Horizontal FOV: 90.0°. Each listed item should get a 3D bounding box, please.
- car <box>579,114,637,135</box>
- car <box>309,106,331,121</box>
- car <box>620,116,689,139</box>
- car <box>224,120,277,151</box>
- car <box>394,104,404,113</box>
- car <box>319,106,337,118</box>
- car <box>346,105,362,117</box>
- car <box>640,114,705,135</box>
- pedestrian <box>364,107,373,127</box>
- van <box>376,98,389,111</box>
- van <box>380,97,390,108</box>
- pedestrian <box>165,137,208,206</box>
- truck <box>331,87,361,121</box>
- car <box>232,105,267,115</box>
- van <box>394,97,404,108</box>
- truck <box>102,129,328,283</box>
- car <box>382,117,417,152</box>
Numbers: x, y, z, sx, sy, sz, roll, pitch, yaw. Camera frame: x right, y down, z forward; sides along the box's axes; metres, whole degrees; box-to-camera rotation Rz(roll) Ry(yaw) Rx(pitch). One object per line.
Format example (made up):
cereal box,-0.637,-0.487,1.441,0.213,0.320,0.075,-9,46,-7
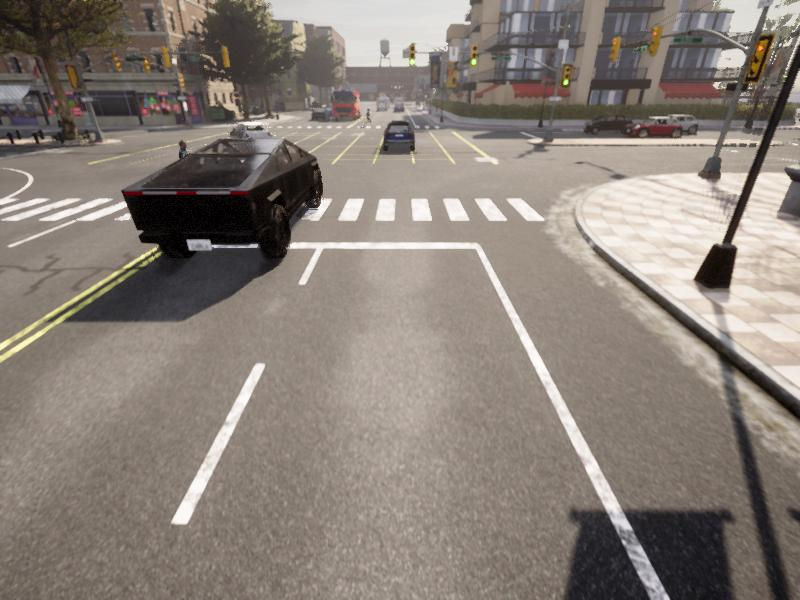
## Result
car,17.518,-14.870,33.819,3.705,1.549,1.789,0,27,0
car,-10.608,-24.838,53.213,1.930,1.638,5.238,0,27,-1
car,19.439,-13.235,30.716,3.806,1.475,1.970,0,27,0
car,-9.621,-10.602,25.673,1.970,1.475,3.806,-17,32,-30
car,-0.158,-36.924,76.990,1.994,1.385,4.181,0,27,0
car,-10.617,-27.829,59.252,1.812,1.442,4.674,0,27,0
car,-7.124,-29.487,62.321,1.801,1.575,5.366,0,27,0
car,22.950,-14.832,33.815,3.806,1.475,1.970,0,27,0
pedestrian,-3.188,-18.683,40.915,0.751,1.860,0.751,0,27,1
van,-3.667,-41.142,84.067,2.351,2.431,6.366,0,27,0
van,-3.704,-50.280,101.859,2.351,2.431,6.366,0,27,0
pedestrian,-6.471,-3.923,12.185,0.751,1.860,0.751,-13,30,-23
truck,-7.115,-26.431,53.916,2.891,3.827,8.468,0,27,0
car,-25.437,-32.246,67.800,4.974,1.542,2.038,0,27,1
van,-0.204,-50.321,101.929,2.351,2.431,6.366,0,27,0
truck,-3.516,-2.697,9.587,2.390,2.098,6.274,0,27,0
car,-0.049,-10.658,25.588,2.033,1.649,4.856,0,27,0
